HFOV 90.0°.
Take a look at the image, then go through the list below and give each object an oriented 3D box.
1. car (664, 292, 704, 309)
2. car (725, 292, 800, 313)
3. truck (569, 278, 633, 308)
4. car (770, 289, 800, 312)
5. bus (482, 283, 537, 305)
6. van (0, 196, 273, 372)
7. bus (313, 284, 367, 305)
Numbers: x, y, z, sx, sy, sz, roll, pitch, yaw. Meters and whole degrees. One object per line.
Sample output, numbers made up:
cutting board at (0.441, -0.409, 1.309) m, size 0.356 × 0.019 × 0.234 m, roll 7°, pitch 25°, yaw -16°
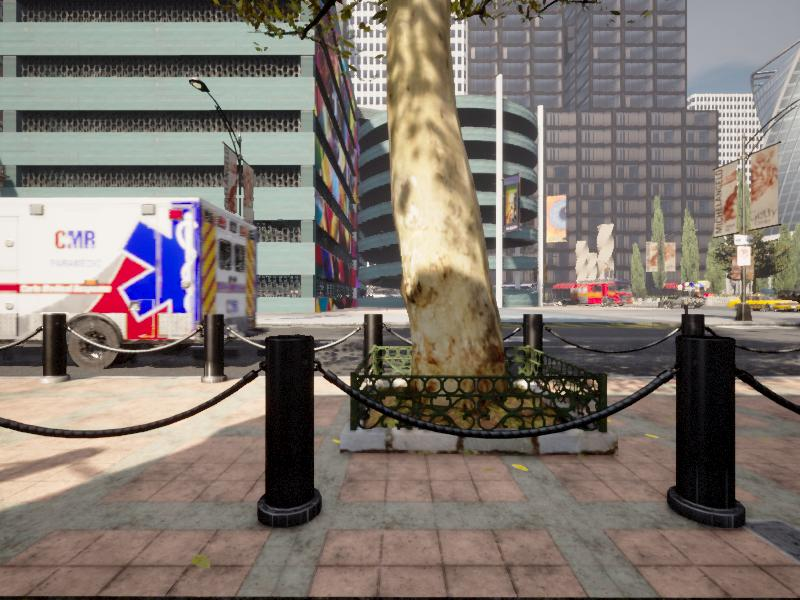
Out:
car at (33.374, 0.046, 47.108) m, size 1.905 × 1.878 × 3.866 m, roll 0°, pitch 0°, yaw -3°
car at (30.029, 0.203, 33.192) m, size 1.801 × 1.575 × 5.366 m, roll 0°, pitch 0°, yaw 0°
truck at (28.374, -0.921, 56.972) m, size 2.891 × 3.827 × 8.468 m, roll 0°, pitch 0°, yaw -20°
car at (33.518, 0.046, 33.266) m, size 1.905 × 1.878 × 3.866 m, roll 0°, pitch 0°, yaw 0°
bus at (22.567, -1.139, 82.544) m, size 10.273 × 4.253 × 3.944 m, roll 0°, pitch 0°, yaw 36°
van at (-5.688, -0.222, 6.724) m, size 6.366 × 2.431 × 2.351 m, roll 0°, pitch 0°, yaw 0°
bus at (-12.067, -1.138, 81.127) m, size 10.273 × 4.253 × 3.944 m, roll 0°, pitch 0°, yaw 0°
